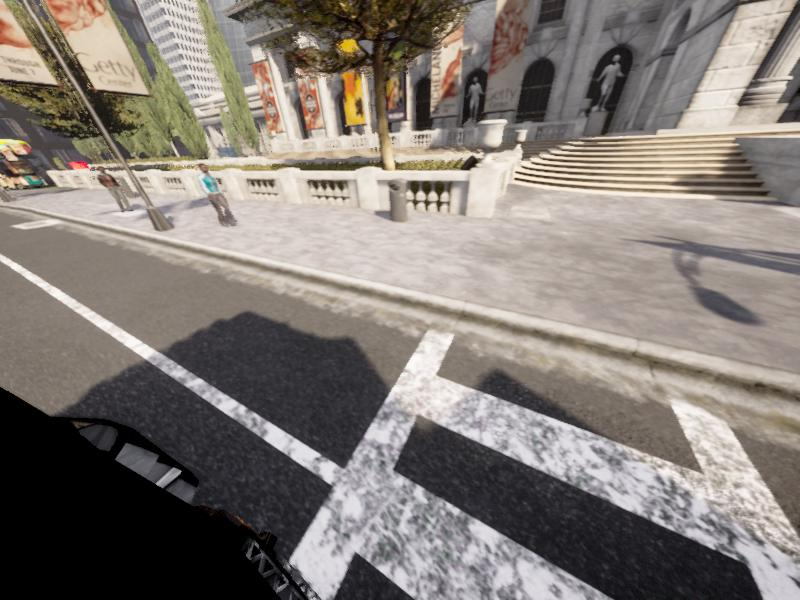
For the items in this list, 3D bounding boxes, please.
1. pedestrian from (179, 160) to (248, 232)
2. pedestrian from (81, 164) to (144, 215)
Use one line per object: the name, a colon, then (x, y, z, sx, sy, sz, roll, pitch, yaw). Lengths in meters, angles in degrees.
pedestrian: (-5.615, -3.156, 7.058, 0.751, 1.860, 0.751, 17, 39, 27)
pedestrian: (-12.227, -4.713, 9.890, 0.751, 1.860, 0.751, 12, 37, 22)
